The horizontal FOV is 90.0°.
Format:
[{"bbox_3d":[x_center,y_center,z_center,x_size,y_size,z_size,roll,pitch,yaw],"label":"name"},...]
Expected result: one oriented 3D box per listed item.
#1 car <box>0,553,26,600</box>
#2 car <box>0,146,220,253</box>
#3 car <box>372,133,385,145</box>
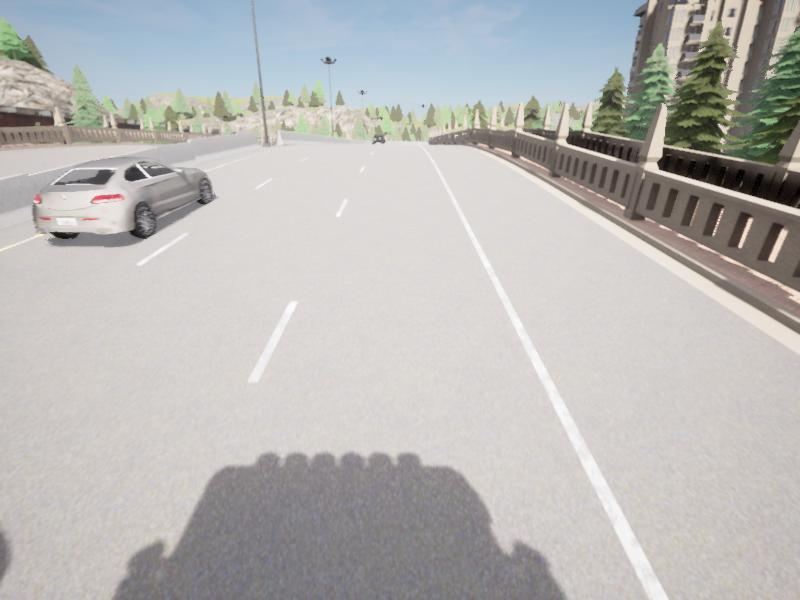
[{"bbox_3d":[-3.499,2.140,0.795,1.845,1.501,3.633,0,27,0],"label":"car"},{"bbox_3d":[-7.001,-2.913,10.566,2.152,1.651,5.027,0,27,0],"label":"car"},{"bbox_3d":[-3.497,-26.931,67.057,1.932,1.855,4.605,0,21,0],"label":"car"}]
